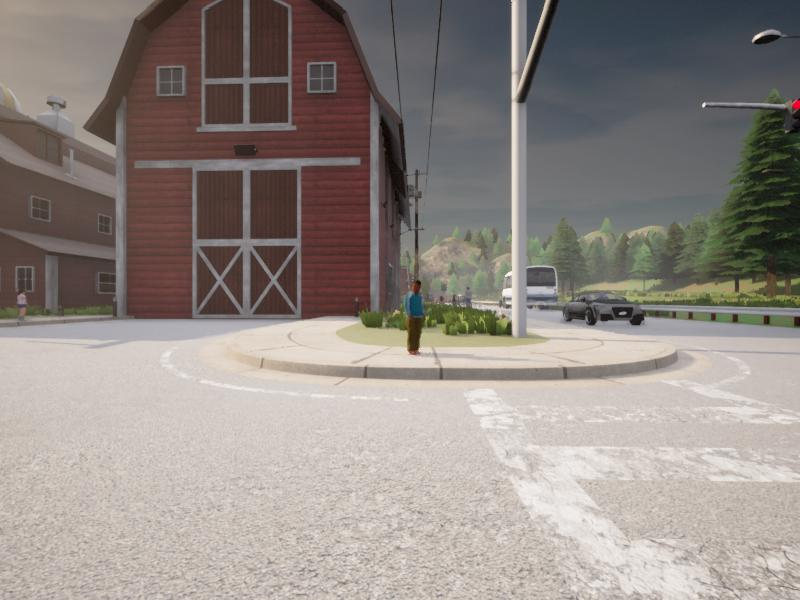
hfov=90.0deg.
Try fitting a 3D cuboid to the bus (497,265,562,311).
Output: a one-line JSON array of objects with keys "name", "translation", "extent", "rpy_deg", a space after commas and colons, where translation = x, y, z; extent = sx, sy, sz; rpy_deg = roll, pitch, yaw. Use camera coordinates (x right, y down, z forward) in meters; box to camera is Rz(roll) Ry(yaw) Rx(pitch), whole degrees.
[{"name": "bus", "translation": [13.301, -1.107, 42.376], "extent": [3.944, 4.253, 10.273], "rpy_deg": [0, 0, 3]}]

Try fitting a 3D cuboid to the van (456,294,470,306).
[{"name": "van", "translation": [11.431, 0.001, 72.586], "extent": [2.069, 2.038, 4.480], "rpy_deg": [0, 0, 3]}]

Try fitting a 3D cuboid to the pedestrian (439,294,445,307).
[{"name": "pedestrian", "translation": [6.396, 0.064, 61.370], "extent": [0.751, 1.860, 0.751], "rpy_deg": [0, 0, -8]}]

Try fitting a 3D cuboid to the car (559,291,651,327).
[{"name": "car", "translation": [8.666, 0.334, 17.379], "extent": [1.994, 1.385, 4.181], "rpy_deg": [0, 0, 3]}]

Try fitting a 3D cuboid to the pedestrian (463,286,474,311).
[{"name": "pedestrian", "translation": [5.089, -0.088, 29.723], "extent": [0.751, 1.860, 0.751], "rpy_deg": [0, 0, 0]}]

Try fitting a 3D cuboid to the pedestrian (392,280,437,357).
[{"name": "pedestrian", "translation": [0.214, 0.265, 6.037], "extent": [0.500, 1.100, 0.500], "rpy_deg": [0, 0, -31]}]

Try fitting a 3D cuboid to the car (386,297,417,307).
[{"name": "car", "translation": [0.283, 0.278, 61.648], "extent": [4.792, 1.488, 2.163], "rpy_deg": [0, 0, 2]}]

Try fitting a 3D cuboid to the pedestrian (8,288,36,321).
[{"name": "pedestrian", "translation": [-12.886, 0.145, 13.633], "extent": [0.500, 1.100, 0.500], "rpy_deg": [0, 0, 15]}]

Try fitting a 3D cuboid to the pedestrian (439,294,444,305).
[{"name": "pedestrian", "translation": [7.241, -0.088, 69.870], "extent": [0.751, 1.860, 0.751], "rpy_deg": [0, 0, -7]}]
